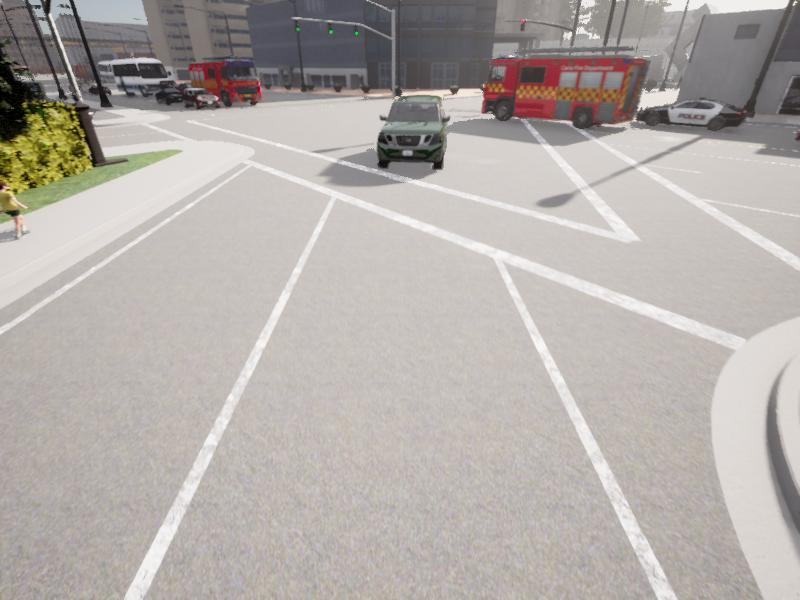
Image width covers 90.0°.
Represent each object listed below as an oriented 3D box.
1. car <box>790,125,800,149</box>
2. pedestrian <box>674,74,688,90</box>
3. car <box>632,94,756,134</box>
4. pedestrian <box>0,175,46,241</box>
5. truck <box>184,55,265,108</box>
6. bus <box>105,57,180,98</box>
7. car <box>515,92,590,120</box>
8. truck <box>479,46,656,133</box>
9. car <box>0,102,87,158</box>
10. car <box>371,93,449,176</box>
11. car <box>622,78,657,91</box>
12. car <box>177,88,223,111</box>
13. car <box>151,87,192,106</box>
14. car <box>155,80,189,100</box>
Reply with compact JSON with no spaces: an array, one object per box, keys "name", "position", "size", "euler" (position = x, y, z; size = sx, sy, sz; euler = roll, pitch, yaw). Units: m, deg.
[{"name":"car","position":[18.636,-6.509,15.540],"size":[1.812,1.442,4.674],"euler":[-27,39,-37]},{"name":"pedestrian","position":[37.764,-29.276,53.792],"size":[0.751,1.860,0.751],"euler":[-3,30,-5]},{"name":"car","position":[16.021,-10.358,22.103],"size":[2.038,1.542,4.974],"euler":[-27,40,-37]},{"name":"pedestrian","position":[-7.334,-1.724,7.501],"size":[0.500,1.100,0.500],"euler":[4,31,8]},{"name":"truck","position":[-16.145,-20.032,36.645],"size":[2.891,3.827,8.468],"euler":[-27,39,-38]},{"name":"bus","position":[-33.205,-28.587,51.476],"size":[10.273,4.253,3.944],"euler":[23,37,35]},{"name":"car","position":[10.336,-13.316,27.369],"size":[1.994,1.385,4.181],"euler":[-23,37,-33]},{"name":"truck","position":[9.127,-12.322,23.235],"size":[2.891,3.827,8.468],"euler":[-27,39,-37]},{"name":"car","position":[-15.880,-6.661,15.754],"size":[5.027,1.651,2.152],"euler":[-26,39,-37]},{"name":"car","position":[0.582,-6.208,14.541],"size":[2.150,2.045,5.566],"euler":[4,30,6]},{"name":"car","position":[33.827,-30.421,56.447],"size":[4.892,1.490,1.837],"euler":[-18,35,-28]},{"name":"car","position":[-16.725,-16.842,33.461],"size":[1.970,1.475,3.806],"euler":[-27,39,-37]},{"name":"car","position":[-21.622,-19.254,37.835],"size":[1.994,1.385,4.181],"euler":[-26,39,-37]},{"name":"car","position":[-26.169,-24.126,45.908],"size":[3.866,1.878,1.905],"euler":[26,39,38]}]
